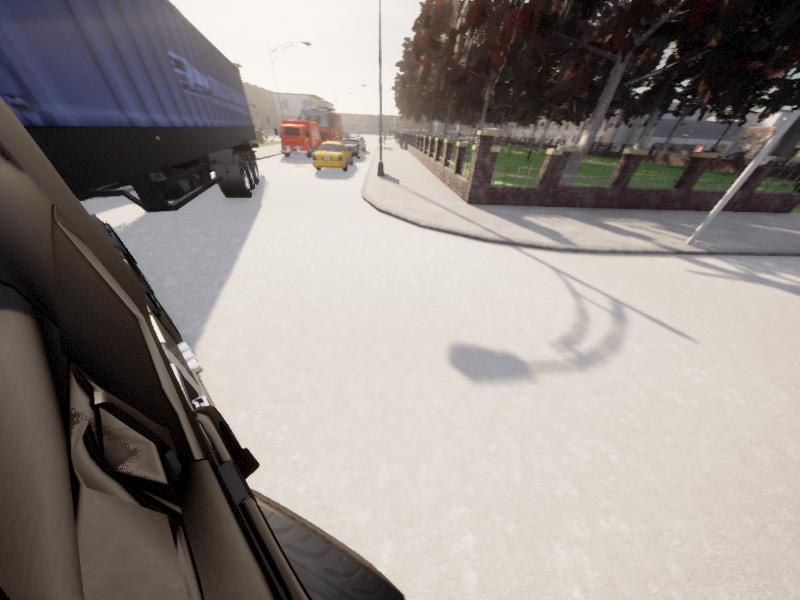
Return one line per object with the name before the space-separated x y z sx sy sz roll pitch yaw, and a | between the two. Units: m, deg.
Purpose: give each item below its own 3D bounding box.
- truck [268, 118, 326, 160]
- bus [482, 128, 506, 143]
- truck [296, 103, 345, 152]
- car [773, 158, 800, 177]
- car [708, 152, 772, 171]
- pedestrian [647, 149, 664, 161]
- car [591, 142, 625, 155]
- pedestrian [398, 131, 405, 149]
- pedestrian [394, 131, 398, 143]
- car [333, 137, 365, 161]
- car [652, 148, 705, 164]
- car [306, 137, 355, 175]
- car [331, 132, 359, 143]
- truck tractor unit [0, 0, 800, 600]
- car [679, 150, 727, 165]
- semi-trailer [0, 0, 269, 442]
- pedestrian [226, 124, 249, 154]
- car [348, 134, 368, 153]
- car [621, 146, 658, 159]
truck | -8.358 -13.651 19.551 2.627 2.467 5.204 0 36 -4
bus | 36.305 -63.977 89.688 3.944 4.253 10.273 0 37 -5
truck | -8.562 -19.529 26.358 2.891 3.827 8.468 1 37 -3
car | 40.861 -12.591 22.303 1.837 1.490 4.892 0 37 -5
car | 40.495 -16.617 27.686 1.789 1.549 3.705 0 36 -4
pedestrian | 35.381 -20.050 31.987 0.751 1.300 0.751 0 36 -4
car | 39.386 -28.872 43.949 1.932 1.855 4.605 0 36 -4
pedestrian | 0.212 -21.617 31.233 0.751 1.860 0.751 0 36 -4
pedestrian | -0.726 -31.981 45.218 0.751 1.860 0.751 0 36 -4
car | -4.367 -13.520 20.554 2.033 1.411 5.357 0 37 -4
car | 40.101 -20.882 33.463 2.007 1.525 4.514 0 36 -4
car | -4.089 -9.222 14.589 1.801 1.575 5.366 0 36 -3
car | -9.580 -28.554 40.598 4.181 1.385 1.994 -19 42 -27
truck tractor unit | -2.645 -0.295 0.351 6.516 4.208 3.053 28 44 30
car | 44.090 -20.886 33.738 1.845 1.501 3.633 0 37 -4
semi-trailer | -6.104 -4.578 5.755 2.717 4.402 14.254 -10 38 -17
pedestrian | -12.751 -12.618 18.148 0.751 1.860 0.751 -5 37 -10
car | -4.619 -17.566 25.907 1.845 1.501 3.633 -1 37 -5
car | 39.758 -24.562 38.470 1.970 1.475 3.806 0 36 -4
